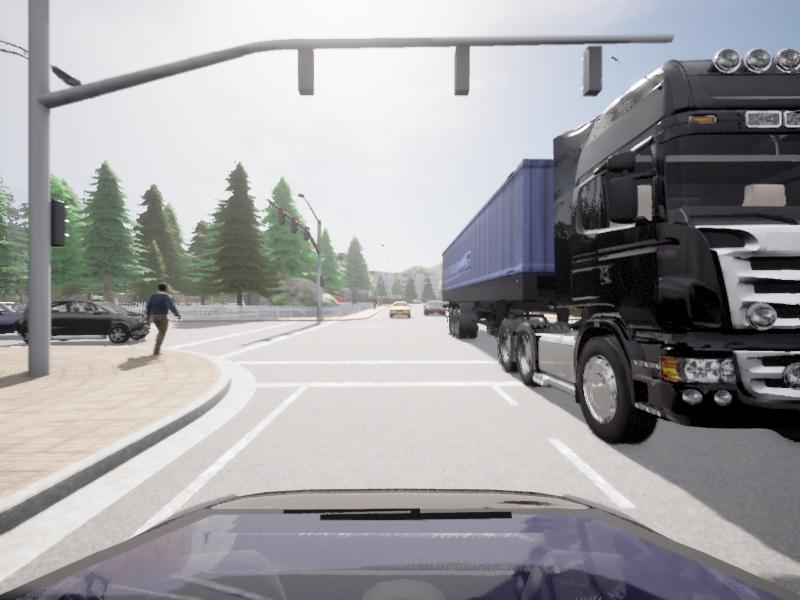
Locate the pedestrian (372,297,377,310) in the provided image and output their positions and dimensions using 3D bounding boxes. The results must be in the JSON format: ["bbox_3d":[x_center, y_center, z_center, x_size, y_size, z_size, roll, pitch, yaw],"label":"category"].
[{"bbox_3d":[-3.857,0.507,60.757,0.751,1.860,0.751,0,0,7],"label":"pedestrian"}]

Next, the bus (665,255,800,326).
[{"bbox_3d":[23.610,-0.580,25.891,10.273,4.253,3.944,0,0,0],"label":"bus"}]

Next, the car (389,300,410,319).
[{"bbox_3d":[0.044,0.815,36.812,1.801,1.575,5.366,0,0,2],"label":"car"}]

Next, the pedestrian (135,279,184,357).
[{"bbox_3d":[-5.951,0.433,9.928,0.751,1.860,0.751,0,0,3],"label":"pedestrian"}]

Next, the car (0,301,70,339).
[{"bbox_3d":[-16.492,0.804,16.652,3.806,1.475,1.970,0,0,-21],"label":"car"}]

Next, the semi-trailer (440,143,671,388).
[{"bbox_3d":[3.503,-0.632,14.318,2.717,4.402,14.254,0,0,0],"label":"semi-trailer"}]

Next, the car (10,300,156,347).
[{"bbox_3d":[-11.157,0.765,14.376,3.705,1.549,1.789,0,0,-12],"label":"car"}]

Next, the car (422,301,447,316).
[{"bbox_3d":[3.498,0.866,41.432,2.163,1.488,4.792,0,0,0],"label":"car"}]

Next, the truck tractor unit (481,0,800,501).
[{"bbox_3d":[3.497,-0.525,6.402,3.053,4.208,6.516,0,0,0],"label":"truck tractor unit"}]
